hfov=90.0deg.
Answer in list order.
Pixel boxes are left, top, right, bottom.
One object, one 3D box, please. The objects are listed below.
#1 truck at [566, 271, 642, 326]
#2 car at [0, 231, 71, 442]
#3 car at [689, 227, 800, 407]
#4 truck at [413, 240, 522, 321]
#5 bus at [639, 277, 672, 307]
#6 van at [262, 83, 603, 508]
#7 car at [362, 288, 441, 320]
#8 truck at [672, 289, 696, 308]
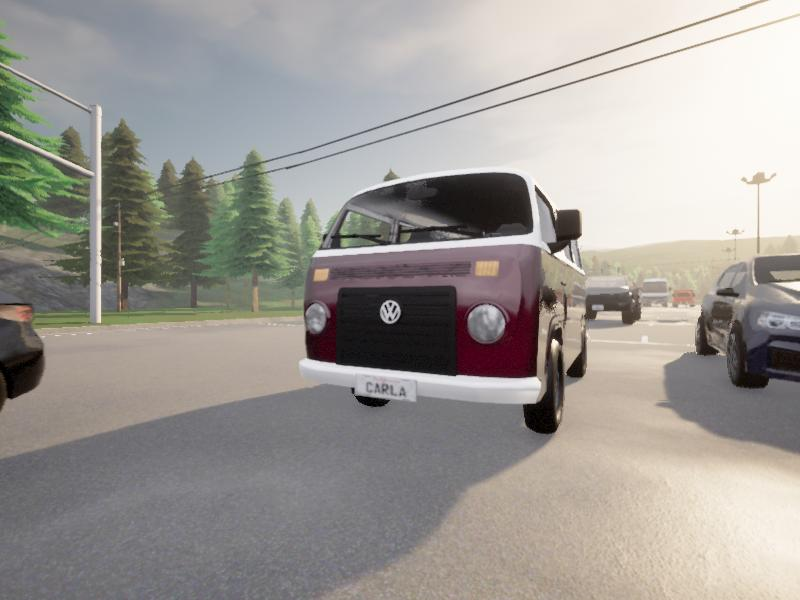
[{"bbox_3d":[9.577,-0.054,18.426,2.390,2.098,6.274,0,0,34],"label":"truck"},{"bbox_3d":[-4.371,0.253,1.714,1.816,1.474,4.193,0,0,27],"label":"car"},{"bbox_3d":[5.500,0.158,5.328,2.242,1.667,4.611,0,0,30],"label":"car"},{"bbox_3d":[4.276,-0.919,23.070,2.891,3.827,8.468,0,0,34],"label":"truck"},{"bbox_3d":[39.973,-1.122,62.336,3.944,4.253,10.273,0,0,35],"label":"bus"},{"bbox_3d":[0.984,-0.030,4.384,2.069,2.038,4.480,0,0,29],"label":"van"},{"bbox_3d":[0.211,0.181,23.283,2.152,1.651,5.027,0,0,34],"label":"car"},{"bbox_3d":[39.906,-0.229,56.284,2.627,2.467,5.204,0,0,35],"label":"truck"}]
